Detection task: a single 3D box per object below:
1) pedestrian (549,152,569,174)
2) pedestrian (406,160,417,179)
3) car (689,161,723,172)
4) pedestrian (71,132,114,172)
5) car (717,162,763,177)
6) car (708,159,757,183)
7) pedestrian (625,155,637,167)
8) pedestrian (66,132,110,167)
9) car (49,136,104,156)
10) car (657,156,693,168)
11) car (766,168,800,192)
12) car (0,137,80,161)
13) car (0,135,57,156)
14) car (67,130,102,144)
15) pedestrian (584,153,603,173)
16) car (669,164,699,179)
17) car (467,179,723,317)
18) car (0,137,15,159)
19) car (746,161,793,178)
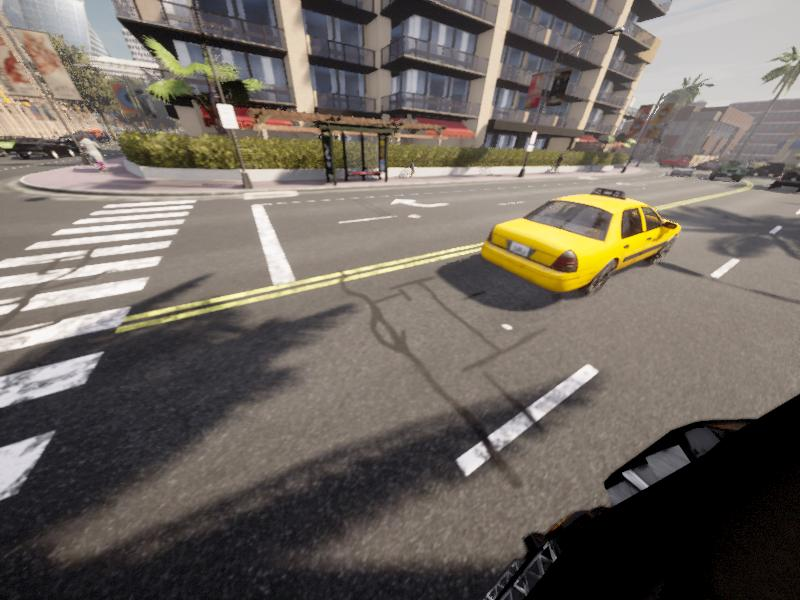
[{"bbox_3d":[15.944,-13.738,23.200,0.751,1.860,0.751,-15,38,-24],"label":"pedestrian"},{"bbox_3d":[0.772,-9.083,16.027,0.500,1.100,0.500,-13,37,-21],"label":"pedestrian"},{"bbox_3d":[56.913,-24.911,43.070,1.994,1.385,4.181,15,36,18],"label":"car"},{"bbox_3d":[-17.575,-8.450,13.251,0.751,1.860,0.751,30,42,34],"label":"pedestrian"},{"bbox_3d":[51.241,-19.873,35.000,2.242,1.667,4.611,22,39,27],"label":"car"},{"bbox_3d":[36.807,-14.471,25.753,5.566,2.045,2.150,-25,43,-35],"label":"car"},{"bbox_3d":[42.302,-25.516,42.308,0.751,1.860,0.751,23,39,28],"label":"pedestrian"},{"bbox_3d":[-19.900,-9.605,14.815,0.751,1.860,0.751,-13,37,-21],"label":"pedestrian"},{"bbox_3d":[-33.892,-16.302,24.391,1.851,1.617,3.988,-17,38,-26],"label":"car"},{"bbox_3d":[60.522,-30.529,51.039,2.150,2.045,5.566,9,35,10],"label":"car"},{"bbox_3d":[34.722,-10.526,20.171,3.988,1.617,1.851,-15,38,-24],"label":"car"},{"bbox_3d":[-30.670,-13.092,19.941,1.837,1.490,4.892,-17,38,-26],"label":"car"},{"bbox_3d":[-36.578,-15.030,22.408,2.007,1.525,4.514,-17,38,-26],"label":"car"},{"bbox_3d":[-63.508,-32.837,46.621,2.150,2.045,5.566,-17,38,-26],"label":"car"},{"bbox_3d":[22.371,-15.831,26.705,0.751,1.860,0.751,-18,39,-27],"label":"pedestrian"},{"bbox_3d":[35.174,-16.005,28.593,4.718,1.301,1.895,-26,43,-35],"label":"car"},{"bbox_3d":[4.196,-1.515,4.921,5.366,1.575,1.801,-16,38,-26],"label":"car"},{"bbox_3d":[-33.437,-11.969,18.050,1.789,1.549,3.705,-17,39,-26],"label":"car"},{"bbox_3d":[55.244,-19.607,34.682,1.905,1.878,3.866,21,38,25],"label":"car"}]
